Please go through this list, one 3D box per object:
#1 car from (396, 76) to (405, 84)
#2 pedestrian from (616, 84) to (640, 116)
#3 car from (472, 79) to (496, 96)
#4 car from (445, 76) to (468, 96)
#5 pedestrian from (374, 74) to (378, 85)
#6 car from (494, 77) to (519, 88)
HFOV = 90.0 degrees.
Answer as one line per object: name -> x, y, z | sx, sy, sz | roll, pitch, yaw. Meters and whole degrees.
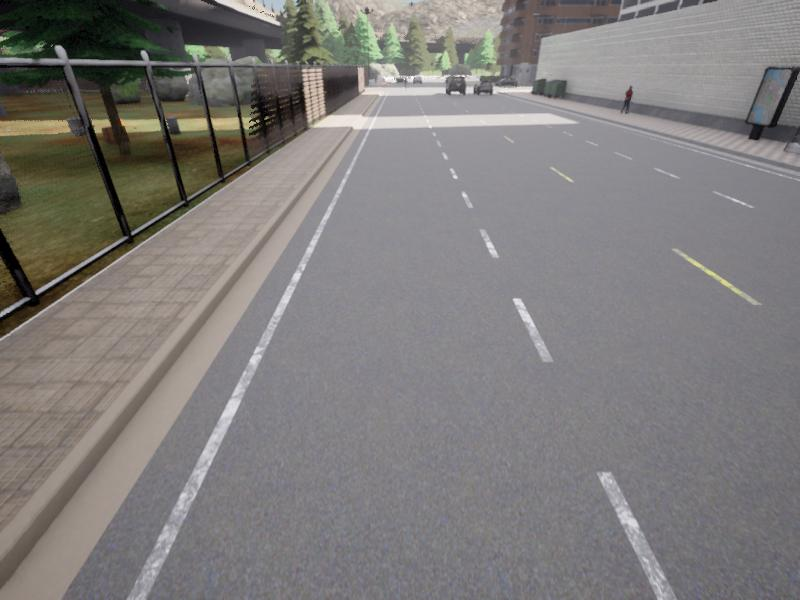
car -> 0.153, -47.119, 85.750 | 1.895, 1.301, 4.718 | 0, 30, 0
pedestrian -> 15.335, -13.469, 26.914 | 0.751, 1.860, 0.751 | 2, 30, 3
car -> 10.576, -27.078, 50.903 | 2.033, 1.649, 4.856 | 0, 30, 0
car -> 7.076, -27.283, 50.874 | 2.150, 2.045, 5.566 | 0, 30, 0
pedestrian -> -4.491, -41.146, 74.630 | 0.751, 1.860, 0.751 | -5, 30, -7
car -> 18.198, -37.164, 68.391 | 3.705, 1.549, 1.789 | 0, 30, 0
